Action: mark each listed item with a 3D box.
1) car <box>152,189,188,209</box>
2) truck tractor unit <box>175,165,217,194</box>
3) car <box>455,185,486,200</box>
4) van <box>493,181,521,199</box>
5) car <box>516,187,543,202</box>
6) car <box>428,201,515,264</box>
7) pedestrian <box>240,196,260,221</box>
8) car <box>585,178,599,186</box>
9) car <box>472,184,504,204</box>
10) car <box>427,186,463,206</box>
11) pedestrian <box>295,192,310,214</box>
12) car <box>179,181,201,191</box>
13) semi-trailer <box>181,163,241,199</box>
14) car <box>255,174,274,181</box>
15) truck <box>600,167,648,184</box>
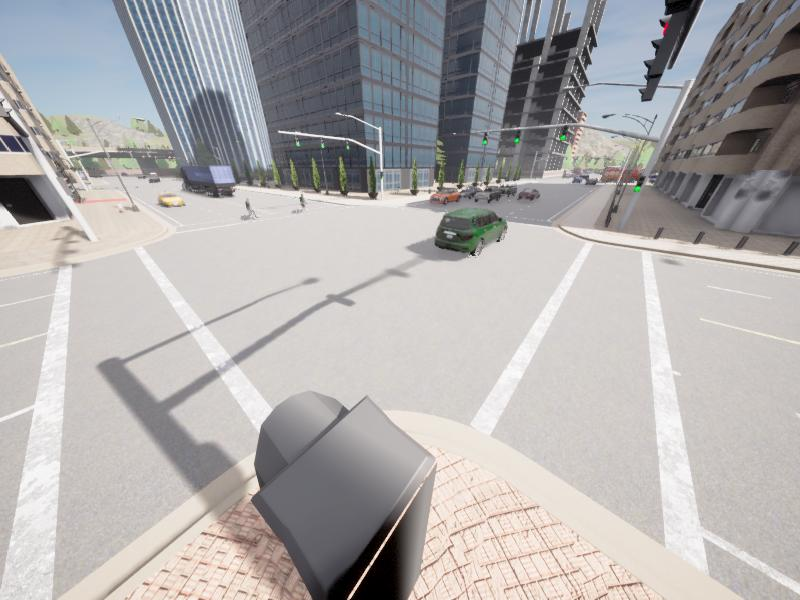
[{"bbox_3d":[-26.624,-11.698,26.687,5.366,1.575,1.801,23,37,34],"label":"car"},{"bbox_3d":[-36.078,-21.379,40.823,6.516,4.208,3.053,23,37,34],"label":"truck tractor unit"},{"bbox_3d":[10.100,-15.400,33.058,2.128,1.511,4.902,23,37,34],"label":"car"},{"bbox_3d":[15.712,-16.227,33.959,2.069,2.038,4.480,23,37,34],"label":"van"},{"bbox_3d":[17.550,-14.348,31.302,1.812,1.442,4.674,23,37,34],"label":"car"},{"bbox_3d":[4.090,-3.978,12.782,2.150,2.045,5.566,23,37,34],"label":"car"},{"bbox_3d":[-12.579,-7.689,19.414,0.751,1.860,0.751,23,37,34],"label":"pedestrian"},{"bbox_3d":[47.832,-29.508,57.526,2.163,1.488,4.792,22,37,33],"label":"car"},{"bbox_3d":[11.313,-13.571,29.522,1.932,1.855,4.605,23,37,34],"label":"car"},{"bbox_3d":[5.584,-12.881,28.411,2.097,1.767,4.553,23,37,34],"label":"car"},{"bbox_3d":[-9.341,-9.320,22.219,0.751,1.860,0.751,24,38,35],"label":"pedestrian"},{"bbox_3d":[-41.182,-22.370,45.225,4.514,1.525,2.007,23,37,34],"label":"car"},{"bbox_3d":[-30.012,-18.928,36.371,14.254,4.402,2.717,23,37,34],"label":"semi-trailer"},{"bbox_3d":[-46.103,-41.737,78.671,2.152,1.651,5.027,22,37,33],"label":"car"},{"bbox_3d":[60.720,-33.964,63.001,8.468,3.827,2.891,20,35,30],"label":"truck"}]
